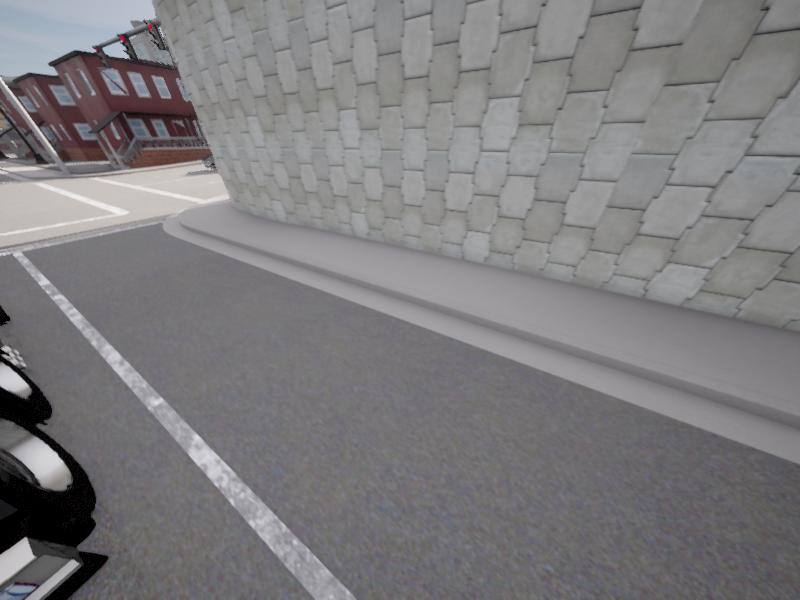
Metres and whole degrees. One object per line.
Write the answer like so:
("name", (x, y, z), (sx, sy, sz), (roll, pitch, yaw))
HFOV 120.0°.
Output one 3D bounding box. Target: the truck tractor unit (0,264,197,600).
("truck tractor unit", (-5.112, -0.300, 0.780), (6.516, 4.208, 3.053), (18, 39, 24))
